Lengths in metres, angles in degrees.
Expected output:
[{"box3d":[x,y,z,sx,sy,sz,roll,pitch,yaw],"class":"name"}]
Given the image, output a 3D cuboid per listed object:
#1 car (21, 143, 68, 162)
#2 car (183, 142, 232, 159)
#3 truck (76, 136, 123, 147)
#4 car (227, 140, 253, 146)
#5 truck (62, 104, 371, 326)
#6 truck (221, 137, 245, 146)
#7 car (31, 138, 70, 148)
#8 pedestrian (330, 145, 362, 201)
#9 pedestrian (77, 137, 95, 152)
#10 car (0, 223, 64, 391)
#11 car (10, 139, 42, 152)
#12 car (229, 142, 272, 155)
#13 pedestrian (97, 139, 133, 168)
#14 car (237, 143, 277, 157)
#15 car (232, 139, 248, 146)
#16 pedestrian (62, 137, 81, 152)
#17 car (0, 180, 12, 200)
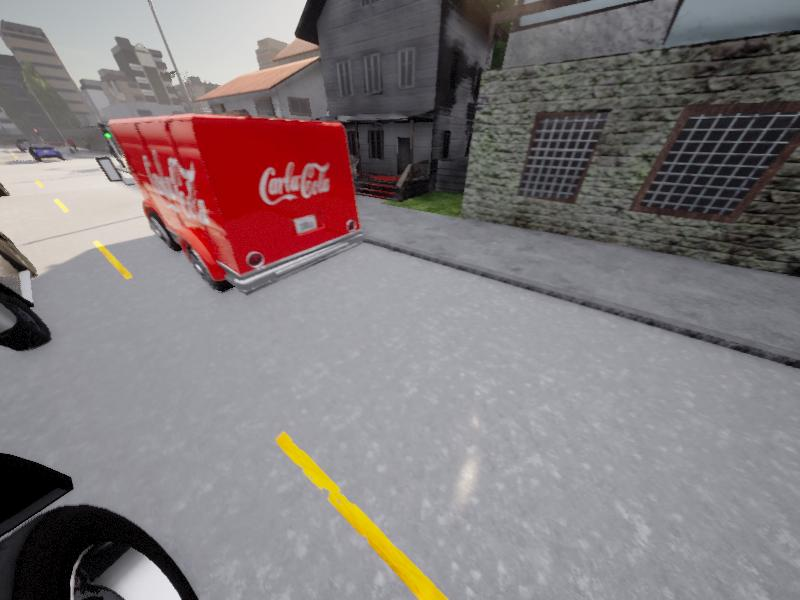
[{"box3d":[-37.515,-15.617,24.378,4.514,1.525,2.007,22,41,28],"class":"car"},{"box3d":[-23.635,-18.486,28.503,1.851,1.617,3.988,22,41,28],"class":"car"},{"box3d":[-71.103,-37.619,54.763,2.390,2.098,6.274,22,41,28],"class":"truck"},{"box3d":[-43.036,-42.430,62.319,2.033,1.415,5.357,22,41,28],"class":"car"},{"box3d":[-3.516,-2.120,4.739,5.204,2.467,2.627,22,41,28],"class":"truck"},{"box3d":[-46.183,-44.086,64.097,2.069,2.038,4.478,22,41,28],"class":"truck"},{"box3d":[-74.818,-33.654,49.533,1.851,1.617,3.988,2,35,3],"class":"car"},{"box3d":[-2.128,-5.109,9.294,0.751,1.860,0.751,30,44,35],"class":"pedestrian"},{"box3d":[-48.195,-23.878,35.478,0.751,1.860,0.751,22,41,28],"class":"pedestrian"},{"box3d":[-6.460,-0.330,2.683,4.605,1.855,1.932,23,41,28],"class":"car"},{"box3d":[-62.162,-25.720,38.384,4.856,1.649,2.033,22,41,28],"class":"car"},{"box3d":[-22.715,-23.194,35.269,2.128,1.511,4.902,22,41,28],"class":"car"},{"box3d":[-22.515,-11.581,18.284,0.751,1.860,0.751,4,35,5],"class":"pedestrian"},{"box3d":[-20.076,-21.246,32.655,1.994,1.385,4.181,21,40,27],"class":"car"},{"box3d":[-42.941,-42.338,62.064,3.705,1.547,1.789,22,41,28],"class":"car"},{"box3d":[-50.643,-24.026,35.665,0.751,1.860,0.751,16,38,21],"class":"pedestrian"},{"box3d":[-18.820,-5.322,9.641,3.866,1.878,1.905,21,40,27],"class":"car"}]
